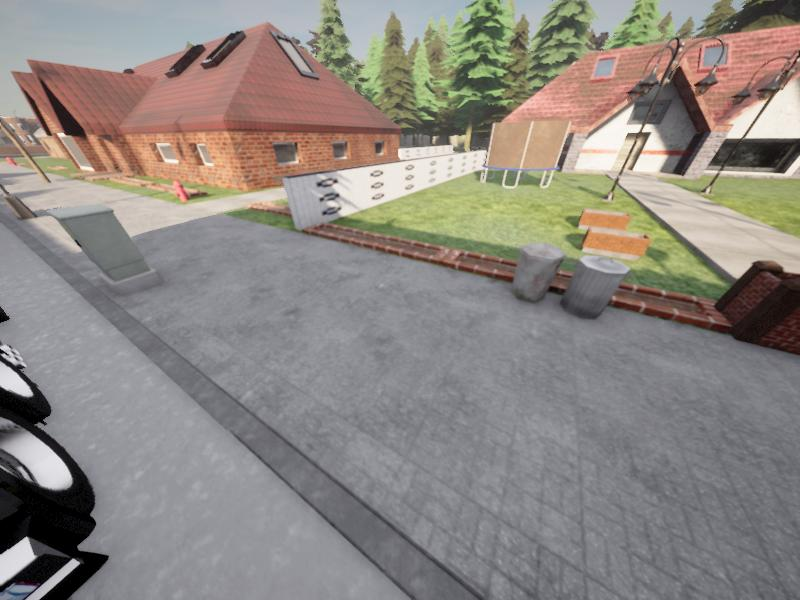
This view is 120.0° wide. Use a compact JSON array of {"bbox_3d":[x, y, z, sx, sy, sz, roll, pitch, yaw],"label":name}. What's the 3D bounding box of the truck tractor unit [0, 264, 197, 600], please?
[{"bbox_3d":[-5.108,-0.304,0.772,6.516,4.208,3.053,19,39,24],"label":"truck tractor unit"}]
